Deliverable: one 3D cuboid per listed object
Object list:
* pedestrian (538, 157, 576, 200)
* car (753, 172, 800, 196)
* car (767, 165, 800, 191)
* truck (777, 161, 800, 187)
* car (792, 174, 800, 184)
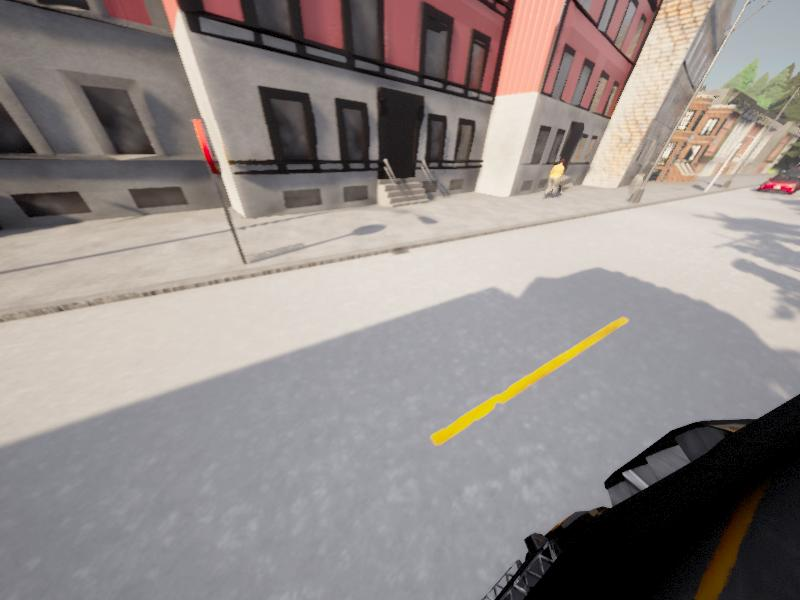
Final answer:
[{"bbox_3d":[7.934,-6.170,11.749,0.751,1.860,0.751,-15,38,-25],"label":"pedestrian"},{"bbox_3d":[33.517,-10.210,20.140,4.514,1.525,2.007,-16,38,-26],"label":"car"},{"bbox_3d":[40.622,-12.475,23.557,5.566,2.045,2.150,-16,38,-26],"label":"car"},{"bbox_3d":[48.019,-14.762,27.119,5.204,2.467,2.627,-16,38,-26],"label":"truck"},{"bbox_3d":[55.080,-16.310,30.957,4.718,1.301,1.895,-16,39,-26],"label":"car"}]
